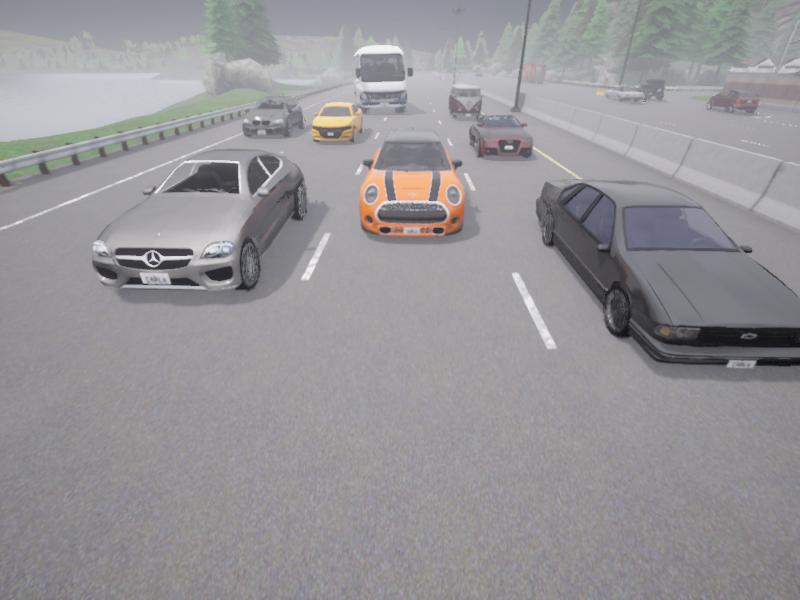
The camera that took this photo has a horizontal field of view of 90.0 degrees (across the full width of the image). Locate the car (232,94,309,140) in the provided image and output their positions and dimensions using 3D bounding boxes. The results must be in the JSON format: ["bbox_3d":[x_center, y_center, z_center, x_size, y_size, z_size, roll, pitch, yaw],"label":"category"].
[{"bbox_3d":[-6.387,-9.411,20.390,2.242,1.667,4.611,1,30,1],"label":"car"}]

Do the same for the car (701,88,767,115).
[{"bbox_3d":[25.423,-15.229,30.601,1.789,1.549,3.705,1,31,1],"label":"car"}]

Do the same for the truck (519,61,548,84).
[{"bbox_3d":[26.953,-46.218,81.279,2.891,3.827,8.468,1,30,1],"label":"truck"}]

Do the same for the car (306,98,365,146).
[{"bbox_3d":[-2.922,-8.628,19.199,1.882,1.535,5.008,1,30,1],"label":"car"}]

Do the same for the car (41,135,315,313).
[{"bbox_3d":[-3.271,-1.812,7.472,2.152,1.651,5.027,1,30,1],"label":"car"}]

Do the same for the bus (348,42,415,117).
[{"bbox_3d":[-1.720,-17.123,31.034,3.944,4.253,10.273,-5,30,-7],"label":"bus"}]

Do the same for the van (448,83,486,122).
[{"bbox_3d":[4.297,-13.097,26.422,1.775,1.987,4.442,1,30,1],"label":"van"}]

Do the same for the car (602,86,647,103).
[{"bbox_3d":[22.194,-20.479,39.802,1.895,1.301,4.718,1,30,1],"label":"car"}]

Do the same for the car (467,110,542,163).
[{"bbox_3d":[3.983,-6.676,16.065,1.994,1.385,4.181,1,30,1],"label":"car"}]

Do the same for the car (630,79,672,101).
[{"bbox_3d":[25.805,-21.727,41.361,1.905,1.878,3.866,2,30,4],"label":"car"}]

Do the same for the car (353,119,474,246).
[{"bbox_3d":[0.285,-2.973,9.298,2.097,1.767,4.553,1,31,1],"label":"car"}]

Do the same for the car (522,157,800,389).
[{"bbox_3d":[3.695,-0.998,6.341,2.033,1.411,5.357,1,30,1],"label":"car"}]
